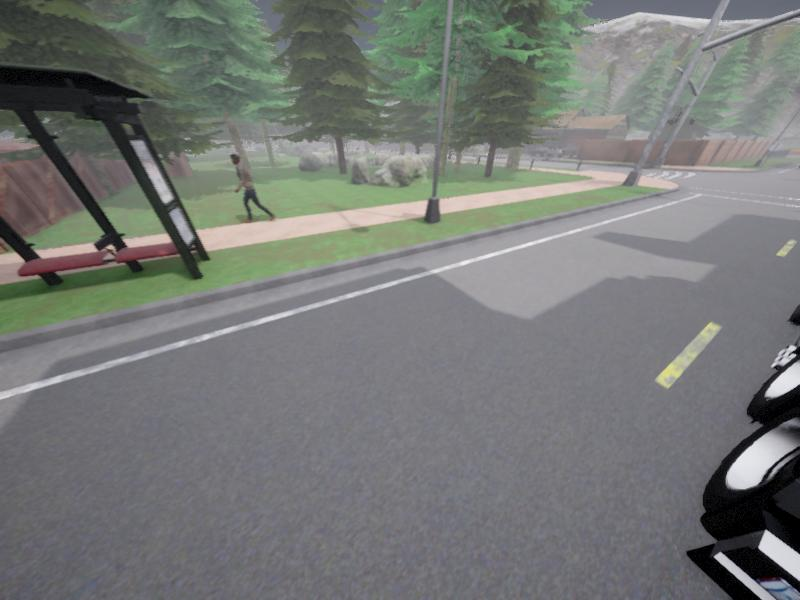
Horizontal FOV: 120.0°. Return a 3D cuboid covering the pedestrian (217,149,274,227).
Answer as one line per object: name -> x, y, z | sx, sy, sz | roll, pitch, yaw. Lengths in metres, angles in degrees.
pedestrian -> -4.300, -3.161, 6.578 | 0.751, 1.860, 0.751 | -15, 38, -20

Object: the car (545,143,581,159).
car -> 24.118, -22.134, 34.148 | 4.605, 1.855, 1.932 | -19, 39, -25

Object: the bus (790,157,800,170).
bus -> 45.583, -15.699, 23.274 | 10.273, 4.253, 3.944 | -18, 39, -24

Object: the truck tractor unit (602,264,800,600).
truck tractor unit -> 5.113, -0.297, 0.788 | 6.516, 4.208, 3.053 | -18, 39, -24

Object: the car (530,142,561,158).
car -> 22.479, -23.251, 35.742 | 3.866, 1.878, 1.905 | -19, 39, -25
